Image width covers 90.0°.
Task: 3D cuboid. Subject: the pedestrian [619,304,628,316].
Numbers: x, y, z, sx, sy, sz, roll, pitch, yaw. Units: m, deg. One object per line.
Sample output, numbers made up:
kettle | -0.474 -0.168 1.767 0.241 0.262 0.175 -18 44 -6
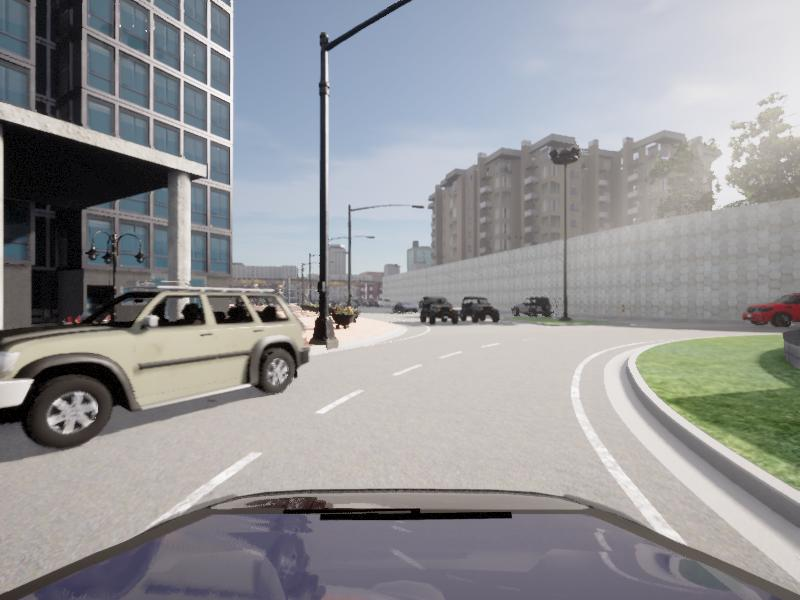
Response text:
pedestrian | 21.223 0.915 38.025 0.500 1.100 0.500 0 0 -19

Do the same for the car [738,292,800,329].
car | 23.463 0.604 23.189 5.566 2.045 2.150 0 0 12

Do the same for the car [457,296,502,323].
car | 5.817 0.681 29.777 1.905 1.878 3.866 0 0 -12

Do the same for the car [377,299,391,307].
car | -3.954 0.677 97.370 2.150 2.045 5.566 0 0 -18

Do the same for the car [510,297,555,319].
car | 12.227 0.692 37.091 1.905 1.878 3.866 0 0 -23

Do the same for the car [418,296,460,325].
car | 2.636 0.678 27.885 1.905 1.878 3.866 0 0 -12

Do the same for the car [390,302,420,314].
car | 0.535 0.949 48.871 2.033 1.411 5.357 0 0 -18

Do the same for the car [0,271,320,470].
car | -3.507 0.659 6.028 1.932 1.855 4.605 0 0 30

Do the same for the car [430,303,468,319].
car | 4.334 0.986 36.273 1.895 1.301 4.718 0 0 -14
